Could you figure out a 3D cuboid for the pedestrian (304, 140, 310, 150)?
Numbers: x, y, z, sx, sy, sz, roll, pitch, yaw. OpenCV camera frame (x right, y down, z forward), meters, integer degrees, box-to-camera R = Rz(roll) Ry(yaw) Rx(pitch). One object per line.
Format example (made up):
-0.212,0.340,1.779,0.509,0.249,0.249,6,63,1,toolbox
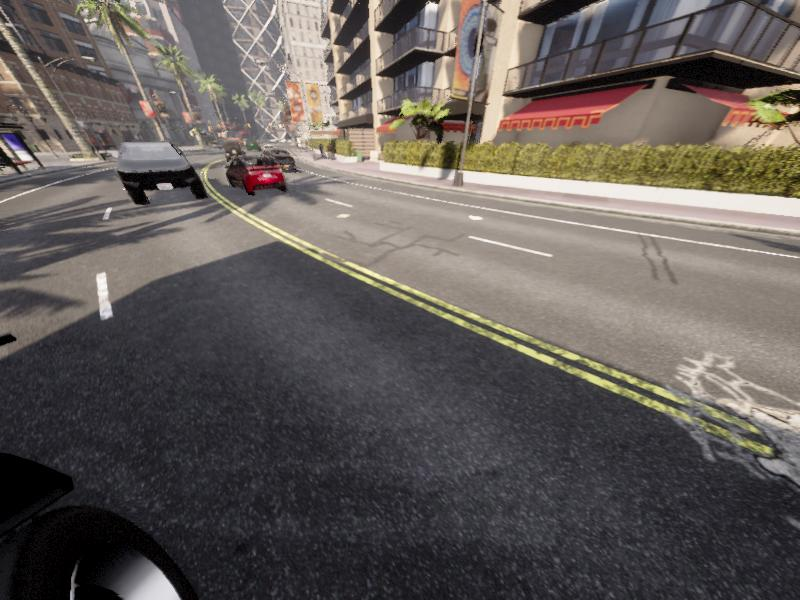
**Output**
-19.934,-33.137,49.334,0.751,1.860,0.751,-14,37,-20,pedestrian

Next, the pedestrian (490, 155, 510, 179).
6.640,-8.849,15.375,0.751,1.300,0.751,30,44,35,pedestrian

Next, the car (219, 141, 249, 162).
-19.223,-17.344,26.937,1.905,1.878,3.866,-14,38,-20,car

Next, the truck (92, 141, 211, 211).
-10.984,-6.027,10.627,2.390,2.098,6.274,-25,42,-32,truck

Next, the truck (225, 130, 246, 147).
-46.943,-46.191,66.247,2.891,3.827,8.468,-13,37,-18,truck

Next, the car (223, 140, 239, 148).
-42.944,-39.730,58.817,2.097,1.767,4.553,-13,37,-18,car

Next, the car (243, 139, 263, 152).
-28.749,-30.427,45.448,2.150,2.045,5.566,-12,37,-17,car

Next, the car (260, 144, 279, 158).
-18.827,-21.667,33.517,1.970,1.475,3.806,-13,37,-19,car

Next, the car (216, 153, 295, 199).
-7.488,-6.509,11.875,2.007,1.525,4.514,-27,44,-34,car

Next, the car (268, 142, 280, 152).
-26.216,-32.013,48.151,1.851,1.617,3.988,-13,37,-18,car

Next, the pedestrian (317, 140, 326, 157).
-10.652,-20.520,31.353,0.751,1.860,0.751,-13,37,-18,pedestrian

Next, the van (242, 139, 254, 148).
-40.812,-42.103,62.084,1.775,1.987,4.442,-13,37,-18,van

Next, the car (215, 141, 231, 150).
-38.827,-33.855,50.632,1.789,1.549,3.705,-13,37,-18,car

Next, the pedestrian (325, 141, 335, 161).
-7.793,-16.596,25.760,0.751,1.860,0.751,-13,37,-19,pedestrian

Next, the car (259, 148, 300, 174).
-10.187,-11.755,19.399,1.837,1.490,4.892,-22,41,-28,car
